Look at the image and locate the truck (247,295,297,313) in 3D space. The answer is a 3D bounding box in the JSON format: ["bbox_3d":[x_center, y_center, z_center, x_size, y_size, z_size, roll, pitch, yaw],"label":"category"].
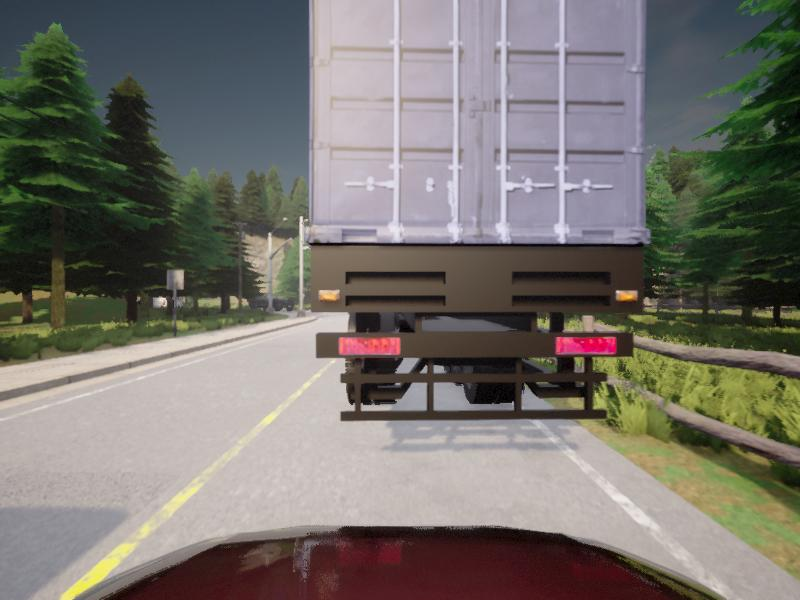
[{"bbox_3d":[-16.020,0.426,49.994,6.274,2.098,2.390,0,0,31],"label":"truck"}]

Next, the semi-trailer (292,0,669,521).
[{"bbox_3d":[0.400,-0.640,9.993,2.717,4.402,14.254,0,0,-2],"label":"semi-trailer"}]

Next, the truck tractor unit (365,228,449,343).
[{"bbox_3d":[0.203,-0.564,17.903,3.053,4.208,6.516,0,1,-1],"label":"truck tractor unit"}]

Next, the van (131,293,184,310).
[{"bbox_3d":[-35.122,0.244,58.087,6.366,2.431,2.351,0,0,0],"label":"van"}]
